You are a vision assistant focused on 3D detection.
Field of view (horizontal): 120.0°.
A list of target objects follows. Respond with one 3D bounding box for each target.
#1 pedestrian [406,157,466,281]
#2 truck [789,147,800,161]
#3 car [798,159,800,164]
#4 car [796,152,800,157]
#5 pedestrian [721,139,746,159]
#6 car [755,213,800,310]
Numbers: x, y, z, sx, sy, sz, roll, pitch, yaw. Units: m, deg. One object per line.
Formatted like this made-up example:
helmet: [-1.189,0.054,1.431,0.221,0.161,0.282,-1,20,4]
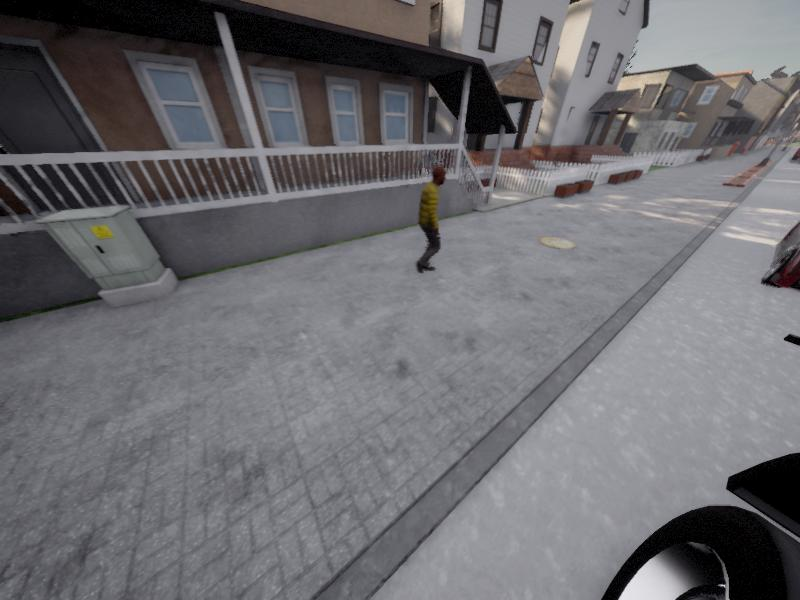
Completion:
pedestrian: [0.515,-1.339,3.973,0.751,1.860,0.751,-2,35,-2]
truck: [47.032,-17.591,25.273,8.468,3.827,2.891,-22,41,-28]
car: [40.269,-13.899,22.045,3.705,1.549,1.789,-22,41,-28]
car: [54.003,-19.467,29.925,4.792,1.488,2.163,-22,41,-28]
pedestrian: [37.658,-17.087,26.091,0.751,1.860,0.751,-22,41,-28]
car: [8.371,-0.845,3.879,4.181,1.385,1.994,-22,41,-28]
